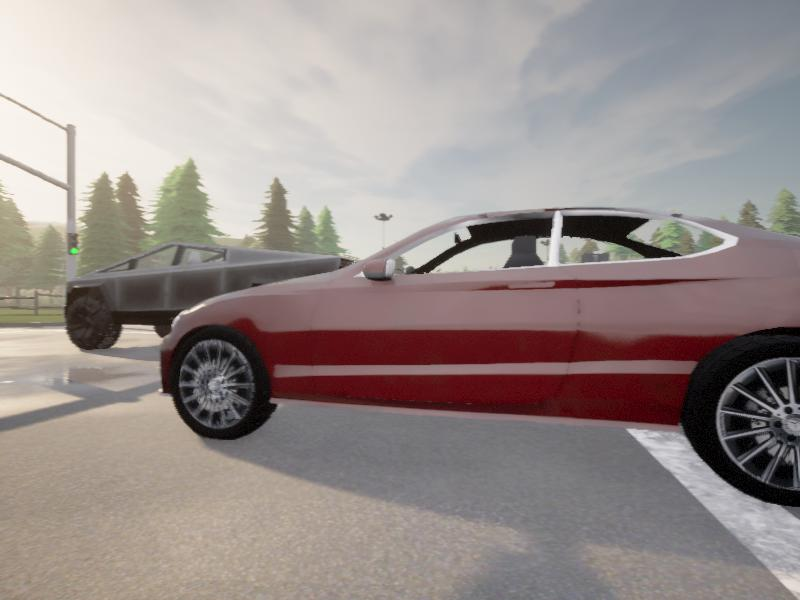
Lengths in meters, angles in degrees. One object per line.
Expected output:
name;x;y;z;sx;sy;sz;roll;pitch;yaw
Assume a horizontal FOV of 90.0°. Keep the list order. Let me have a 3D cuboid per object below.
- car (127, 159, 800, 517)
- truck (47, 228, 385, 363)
car;0.690;0.173;3.295;5.027;1.651;2.152;0;0;16
truck;-3.658;-0.068;8.203;6.274;2.098;2.390;0;0;16
